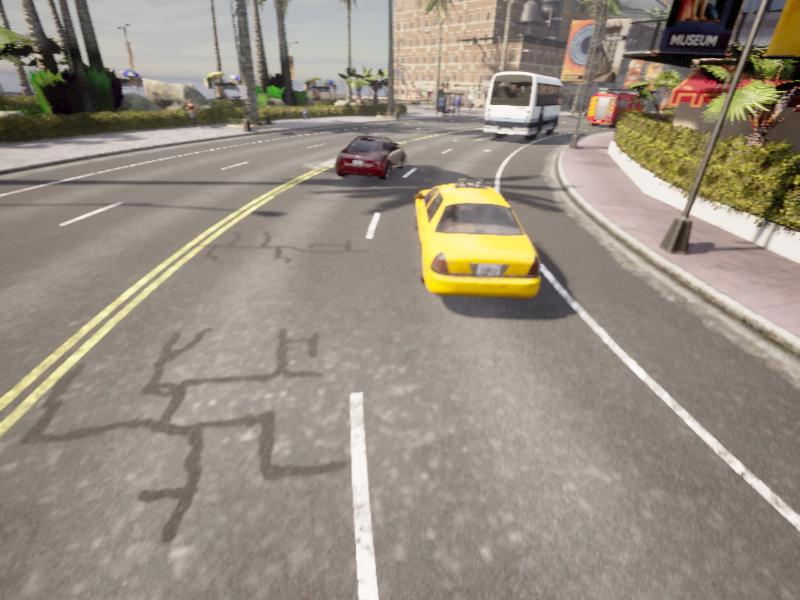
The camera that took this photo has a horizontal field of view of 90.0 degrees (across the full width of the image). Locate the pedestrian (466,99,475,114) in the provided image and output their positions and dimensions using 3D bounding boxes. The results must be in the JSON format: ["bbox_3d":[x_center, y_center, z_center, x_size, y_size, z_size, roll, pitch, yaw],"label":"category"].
[{"bbox_3d":[10.010,-27.552,57.034,0.751,1.860,0.751,-22,37,-38],"label":"pedestrian"}]

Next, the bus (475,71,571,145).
[{"bbox_3d":[9.670,-14.798,30.661,3.944,4.253,10.273,16,31,26],"label":"bus"}]

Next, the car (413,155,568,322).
[{"bbox_3d":[1.268,-1.642,7.963,1.801,1.575,5.366,2,28,-1],"label":"car"}]

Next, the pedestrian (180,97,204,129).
[{"bbox_3d":[-13.672,-12.282,26.324,0.751,1.860,0.751,9,28,12],"label":"pedestrian"}]

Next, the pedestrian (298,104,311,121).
[{"bbox_3d":[-8.649,-17.064,36.361,0.751,1.300,0.751,17,31,26],"label":"pedestrian"}]

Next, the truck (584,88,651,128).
[{"bbox_3d":[25.302,-22.264,46.436,8.468,3.827,2.891,-21,35,-36],"label":"truck"}]

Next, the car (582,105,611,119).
[{"bbox_3d":[31.068,-29.825,63.280,4.605,1.855,1.932,-19,35,-35],"label":"car"}]

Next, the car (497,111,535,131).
[{"bbox_3d":[11.134,-17.196,38.286,1.970,1.475,3.806,21,33,31],"label":"car"}]

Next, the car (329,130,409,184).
[{"bbox_3d":[-1.059,-5.791,15.878,1.994,1.385,4.181,8,28,10],"label":"car"}]
